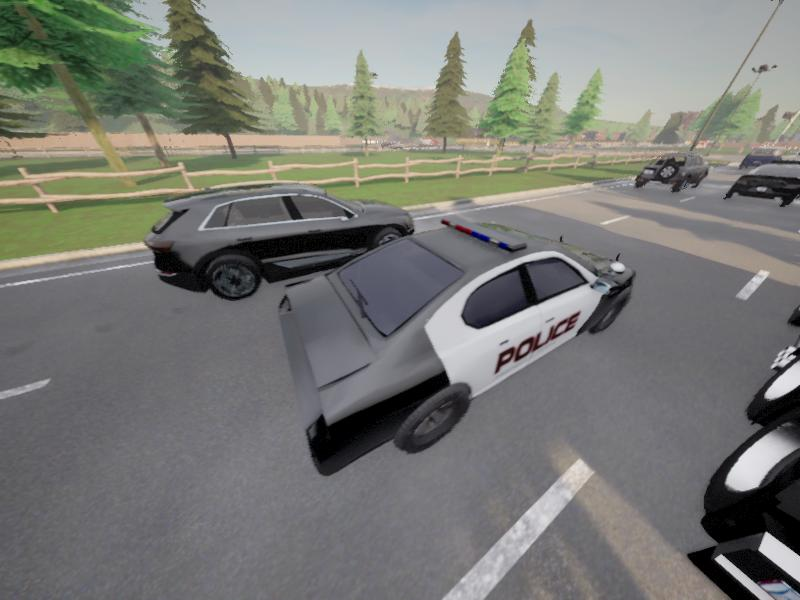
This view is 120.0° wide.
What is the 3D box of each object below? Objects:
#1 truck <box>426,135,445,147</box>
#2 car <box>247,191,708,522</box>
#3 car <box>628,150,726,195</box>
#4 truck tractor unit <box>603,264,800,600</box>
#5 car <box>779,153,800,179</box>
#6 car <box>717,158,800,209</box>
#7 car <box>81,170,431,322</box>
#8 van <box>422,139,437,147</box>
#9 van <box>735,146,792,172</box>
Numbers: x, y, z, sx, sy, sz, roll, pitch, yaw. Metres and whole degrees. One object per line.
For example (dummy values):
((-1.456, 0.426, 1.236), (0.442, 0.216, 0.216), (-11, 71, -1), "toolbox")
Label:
((14.344, -65.551, 95.207), (2.891, 3.827, 8.468), (-18, 39, -24), "truck")
((1.165, -0.214, 2.997), (4.974, 1.542, 2.038), (-18, 39, -25), "car")
((15.733, -7.383, 13.176), (4.605, 1.855, 1.932), (-18, 39, -24), "car")
((5.110, -0.299, 0.798), (6.516, 4.208, 3.053), (-18, 38, -24), "truck tractor unit")
((32.579, -10.455, 17.961), (4.611, 1.667, 2.242), (-18, 39, -24), "car")
((17.839, -5.662, 10.930), (5.238, 1.638, 1.930), (-18, 39, -25), "car")
((-1.991, -1.534, 4.784), (4.856, 1.649, 2.033), (-18, 39, -24), "car")
((11.858, -63.444, 93.370), (2.351, 2.431, 6.366), (-18, 39, -24), "van")
((35.521, -13.841, 22.593), (4.442, 1.987, 1.775), (-18, 39, -24), "van")
